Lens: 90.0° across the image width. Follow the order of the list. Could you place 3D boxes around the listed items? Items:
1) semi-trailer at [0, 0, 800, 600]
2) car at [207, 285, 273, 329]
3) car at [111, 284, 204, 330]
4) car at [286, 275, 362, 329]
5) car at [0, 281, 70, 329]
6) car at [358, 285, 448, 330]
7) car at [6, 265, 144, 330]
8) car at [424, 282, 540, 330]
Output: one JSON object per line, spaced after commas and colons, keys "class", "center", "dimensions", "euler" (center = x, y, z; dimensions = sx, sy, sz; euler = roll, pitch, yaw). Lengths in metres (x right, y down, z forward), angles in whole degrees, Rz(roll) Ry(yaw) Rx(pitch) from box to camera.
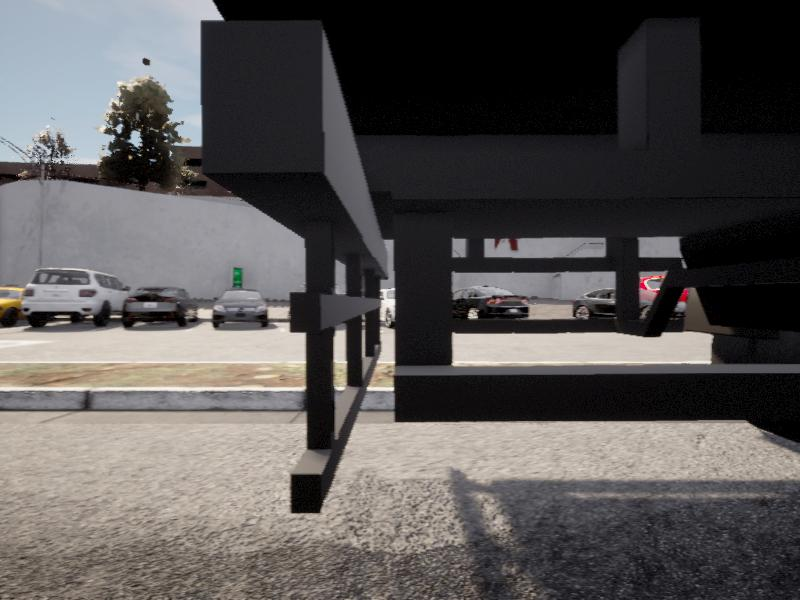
{"class": "semi-trailer", "center": [6.694, -1.222, 1.698], "dimensions": [14.254, 4.402, 2.717], "euler": [0, 0, 0]}
{"class": "car", "center": [-6.102, 0.271, 15.528], "dimensions": [2.002, 1.452, 4.674], "euler": [1, -1, -20]}
{"class": "car", "center": [-9.127, 0.246, 15.553], "dimensions": [2.163, 1.488, 4.792], "euler": [0, -1, -20]}
{"class": "car", "center": [-3.113, 0.107, 15.556], "dimensions": [2.185, 1.767, 4.553], "euler": [1, -1, -20]}
{"class": "car", "center": [-15.054, 0.177, 15.359], "dimensions": [1.946, 1.575, 5.366], "euler": [1, -1, -20]}
{"class": "car", "center": [-0.102, 0.275, 15.524], "dimensions": [2.002, 1.452, 4.674], "euler": [1, -1, -20]}
{"class": "car", "center": [-12.125, -0.049, 15.558], "dimensions": [2.435, 2.045, 5.566], "euler": [0, -1, -20]}
{"class": "car", "center": [2.898, 0.234, 15.513], "dimensions": [2.097, 1.535, 5.008], "euler": [0, -1, -20]}
